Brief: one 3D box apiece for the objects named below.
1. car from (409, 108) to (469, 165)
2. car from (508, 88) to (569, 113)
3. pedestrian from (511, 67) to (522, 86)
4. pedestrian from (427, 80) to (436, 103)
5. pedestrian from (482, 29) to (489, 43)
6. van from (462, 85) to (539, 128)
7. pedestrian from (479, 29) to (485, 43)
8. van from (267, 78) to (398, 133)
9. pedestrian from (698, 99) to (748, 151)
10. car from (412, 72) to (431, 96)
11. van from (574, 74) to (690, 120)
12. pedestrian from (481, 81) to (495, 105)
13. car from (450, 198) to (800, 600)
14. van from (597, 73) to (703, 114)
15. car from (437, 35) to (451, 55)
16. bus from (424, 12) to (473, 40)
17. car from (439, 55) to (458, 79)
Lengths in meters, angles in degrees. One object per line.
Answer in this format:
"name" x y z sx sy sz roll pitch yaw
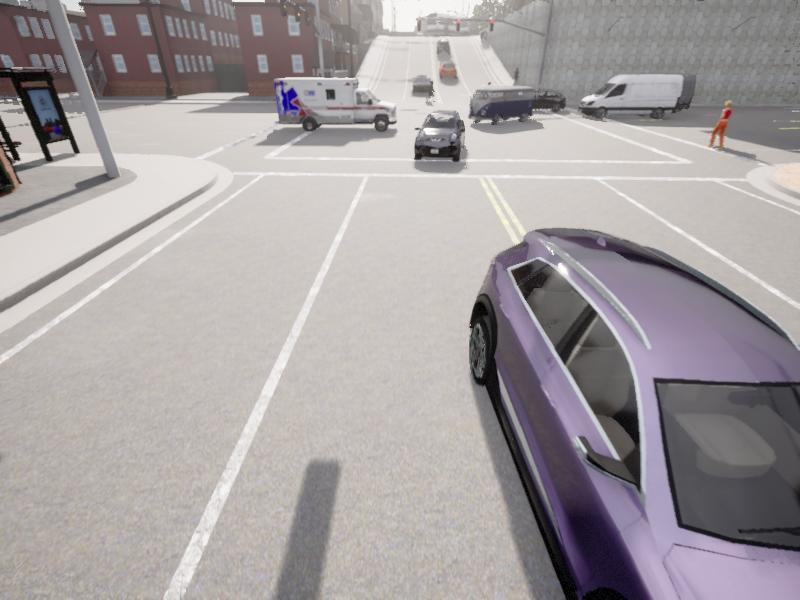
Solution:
"car" 1.565 -6.374 15.350 1.845 1.501 3.633 6 31 10
"car" 10.612 -15.402 30.842 4.193 1.474 1.816 9 31 14
"pedestrian" 13.321 -25.586 45.786 0.751 1.860 0.751 2 30 4
"pedestrian" 2.824 -18.928 36.340 0.751 1.860 0.751 1 30 2
"pedestrian" 14.225 -43.823 66.467 0.751 1.860 0.751 1 30 1
"van" 5.990 -11.621 23.867 4.442 1.987 1.775 -21 37 -32
"pedestrian" 13.597 -43.877 66.533 0.751 1.860 0.751 2 30 3
"van" -3.335 -10.378 21.275 6.366 2.431 2.351 1 30 2
"pedestrian" 13.151 -7.161 16.363 0.751 1.860 0.751 -1 30 -1
"car" 2.325 -23.649 43.656 1.930 1.638 5.238 1 36 2
"van" 15.213 -13.545 26.639 5.915 2.561 1.988 1 30 2
"pedestrian" 7.697 -18.087 34.993 0.751 1.860 0.751 -9 32 -15
"car" 1.928 0.813 2.977 2.033 1.649 4.856 1 30 -6
"van" 18.288 -15.248 29.557 5.915 2.561 1.988 1 30 2
"car" 6.770 -39.582 62.128 1.932 1.855 4.605 1 43 2
"bus" 10.361 -58.250 85.354 10.273 4.253 3.944 -22 37 -34
"car" 6.236 -30.198 51.865 2.097 1.767 4.553 1 43 2
